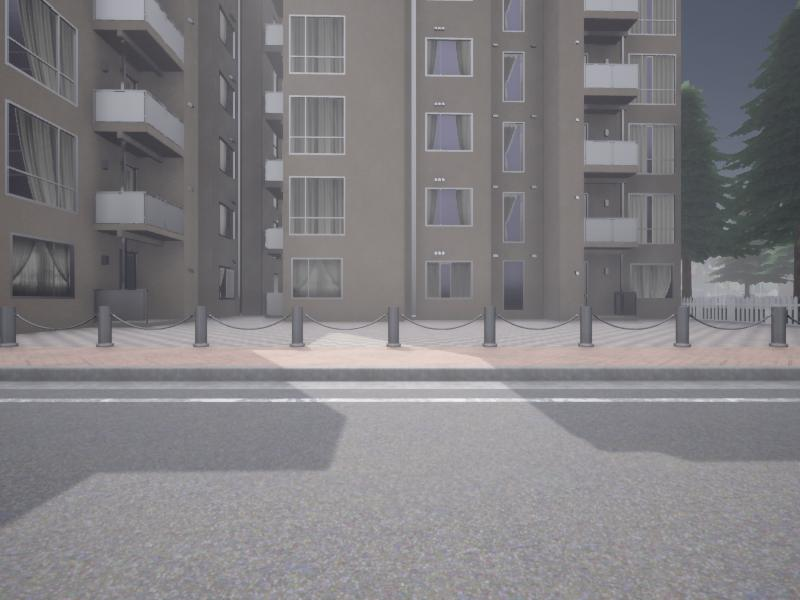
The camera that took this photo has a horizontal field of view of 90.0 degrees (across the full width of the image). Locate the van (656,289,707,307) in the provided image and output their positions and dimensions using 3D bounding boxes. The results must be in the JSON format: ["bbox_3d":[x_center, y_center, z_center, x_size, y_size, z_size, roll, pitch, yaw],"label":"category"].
[{"bbox_3d":[40.253,-0.277,57.331,5.915,2.561,1.988,0,0,-1],"label":"van"}]
